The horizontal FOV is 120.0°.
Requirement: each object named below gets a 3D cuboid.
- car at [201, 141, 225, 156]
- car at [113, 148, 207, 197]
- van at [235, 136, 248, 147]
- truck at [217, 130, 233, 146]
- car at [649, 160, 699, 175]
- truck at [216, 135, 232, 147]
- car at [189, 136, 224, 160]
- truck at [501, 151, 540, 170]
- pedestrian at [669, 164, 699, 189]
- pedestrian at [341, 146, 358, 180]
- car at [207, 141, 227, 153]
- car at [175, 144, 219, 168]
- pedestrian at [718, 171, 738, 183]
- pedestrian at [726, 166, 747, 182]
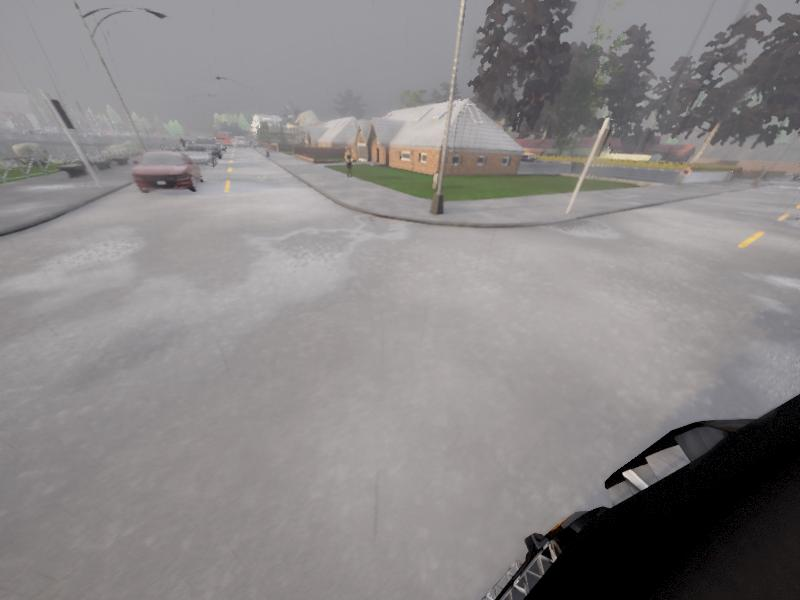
[{"bbox_3d":[-25.585,-20.841,31.711,1.851,1.617,3.988,-16,38,-26],"label":"car"},{"bbox_3d":[-10.960,-6.248,11.053,1.882,1.535,5.008,-16,38,-26],"label":"car"},{"bbox_3d":[-44.591,-44.572,65.039,2.351,2.431,6.366,-16,38,-26],"label":"van"},{"bbox_3d":[-54.817,-50.932,72.504,2.891,3.827,8.468,-16,38,-26],"label":"truck"},{"bbox_3d":[52.337,-25.413,44.363,2.150,2.045,5.566,-16,38,-26],"label":"car"},{"bbox_3d":[-47.343,-42.896,62.275,2.627,2.467,5.204,-16,38,-26],"label":"truck"},{"bbox_3d":[-22.039,-17.501,26.589,2.150,2.045,5.566,-16,38,-26],"label":"car"},{"bbox_3d":[17.669,-20.664,34.141,2.069,2.038,4.478,-16,38,-26],"label":"truck"},{"bbox_3d":[24.484,-10.653,19.949,0.751,1.860,0.751,-15,37,-24],"label":"pedestrian"},{"bbox_3d":[-3.409,-9.217,15.585,0.751,1.860,0.751,-17,39,-27],"label":"pedestrian"},{"bbox_3d":[-30.457,-25.660,38.626,2.038,1.542,4.974,-16,38,-26],"label":"car"},{"bbox_3d":[-17.088,-12.342,19.716,2.007,1.525,4.514,-16,38,-26],"label":"car"},{"bbox_3d":[40.997,-15.379,28.852,0.751,1.300,0.751,-12,36,-21],"label":"pedestrian"},{"bbox_3d":[46.271,-17.381,31.752,0.751,1.860,0.751,-14,37,-24],"label":"pedestrian"}]
